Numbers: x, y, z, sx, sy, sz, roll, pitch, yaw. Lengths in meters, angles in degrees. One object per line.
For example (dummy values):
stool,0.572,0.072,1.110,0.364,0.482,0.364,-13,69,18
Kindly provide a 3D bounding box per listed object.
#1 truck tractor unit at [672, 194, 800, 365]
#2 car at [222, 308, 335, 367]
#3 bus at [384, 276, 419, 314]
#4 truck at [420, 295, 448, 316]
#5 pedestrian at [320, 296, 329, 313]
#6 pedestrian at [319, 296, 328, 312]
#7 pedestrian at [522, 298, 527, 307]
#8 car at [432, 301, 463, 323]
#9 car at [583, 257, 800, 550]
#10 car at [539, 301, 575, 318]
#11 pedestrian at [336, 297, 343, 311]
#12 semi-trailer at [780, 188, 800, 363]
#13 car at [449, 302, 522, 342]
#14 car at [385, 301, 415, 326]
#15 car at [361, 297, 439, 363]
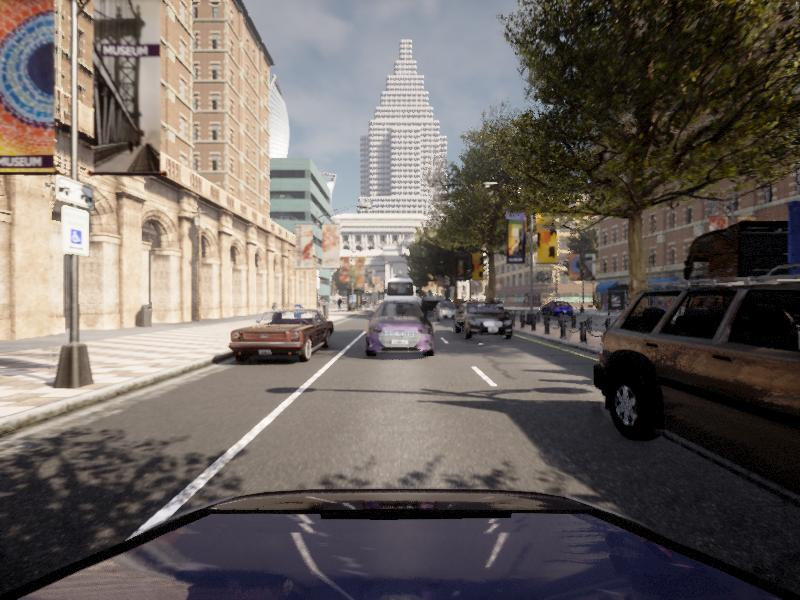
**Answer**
truck tractor unit,11.426,-0.516,11.339,3.053,4.208,6.516,0,0,1
car,-3.251,0.940,11.799,1.895,1.301,4.718,0,0,0
bus,0.133,-0.526,50.261,3.944,4.253,10.273,0,0,0
truck,3.493,0.548,42.084,2.390,2.098,6.274,0,0,0
pedestrian,-8.195,0.492,43.484,0.751,1.860,0.751,0,0,11
pedestrian,-9.155,0.492,47.861,0.751,1.860,0.751,0,0,10
pedestrian,24.958,0.497,80.042,0.751,1.860,0.751,0,0,-17
car,3.494,0.830,29.828,1.845,1.501,3.633,0,0,0
car,3.498,0.652,3.236,1.932,1.855,4.605,0,0,0
car,14.992,0.860,38.426,1.816,1.474,4.193,0,0,0
pedestrian,-7.877,0.493,52.113,0.751,1.860,0.751,0,0,5
semi-trailer,11.229,-0.616,3.428,2.717,4.402,14.254,0,0,2
car,3.497,0.839,17.461,2.128,1.511,4.902,0,0,0
car,-0.005,0.850,27.046,1.837,1.490,4.892,0,0,0
car,-0.005,0.776,12.823,2.033,1.649,4.856,0,1,0
